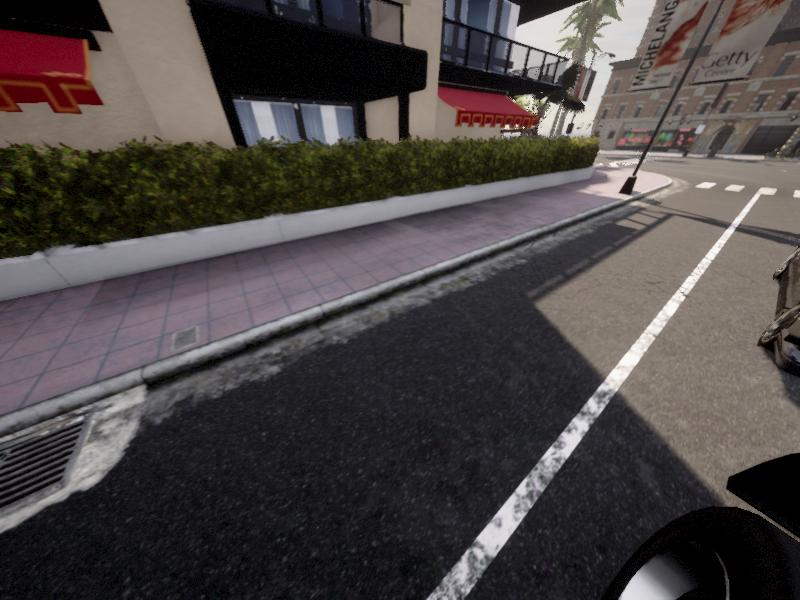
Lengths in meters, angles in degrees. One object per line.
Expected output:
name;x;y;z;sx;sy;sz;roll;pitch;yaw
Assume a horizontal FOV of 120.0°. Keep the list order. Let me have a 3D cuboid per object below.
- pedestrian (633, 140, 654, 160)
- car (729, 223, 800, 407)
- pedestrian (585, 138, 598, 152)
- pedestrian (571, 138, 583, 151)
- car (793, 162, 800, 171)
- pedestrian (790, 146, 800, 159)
pedestrian;26.983;-16.634;25.610;0.751;1.860;0.751;-24;42;-30
car;6.562;-0.127;2.827;5.357;1.411;2.033;-22;41;-28
pedestrian;30.288;-24.546;36.535;0.751;1.860;0.751;-13;37;-17
pedestrian;29.267;-25.708;38.191;0.751;1.860;0.751;-11;37;-14
car;32.405;-9.600;15.838;2.152;1.651;5.027;-4;35;-5
pedestrian;42.251;-15.858;24.120;0.751;1.860;0.751;-22;41;-28
